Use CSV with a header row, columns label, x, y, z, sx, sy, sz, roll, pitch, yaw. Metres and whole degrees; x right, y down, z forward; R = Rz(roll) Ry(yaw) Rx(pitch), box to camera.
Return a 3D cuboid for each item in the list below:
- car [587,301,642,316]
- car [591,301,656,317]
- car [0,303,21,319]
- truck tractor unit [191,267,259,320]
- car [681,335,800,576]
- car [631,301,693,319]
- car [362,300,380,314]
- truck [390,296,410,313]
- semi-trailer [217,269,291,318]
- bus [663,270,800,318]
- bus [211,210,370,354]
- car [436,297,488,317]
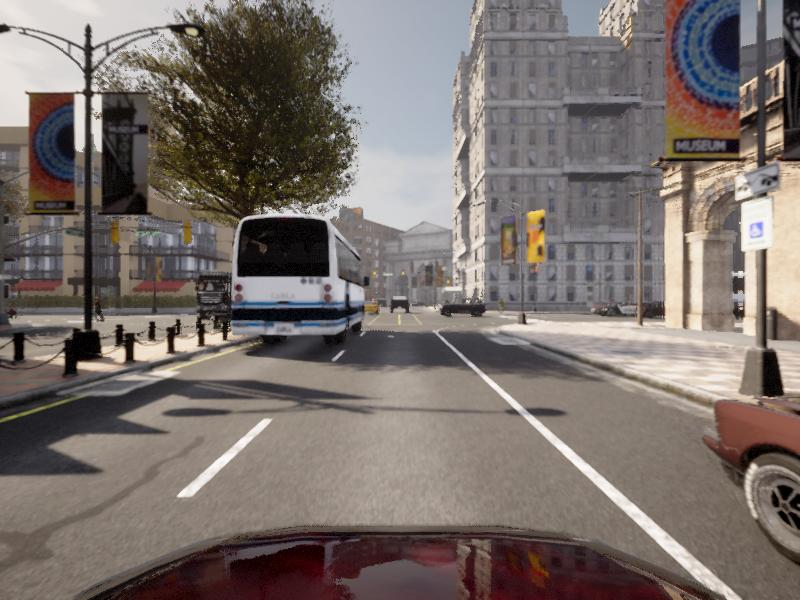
label,x,y,z,sx,sy,sz,roll,pitch,yaw
car,22.184,0.869,41.466,4.674,1.442,1.812,0,0,0
car,21.132,0.826,37.965,4.974,1.542,2.038,0,0,0
car,-35.621,0.944,34.106,4.718,1.301,1.895,0,0,0
truck tractor unit,-15.022,-0.520,34.962,3.053,4.208,6.516,0,0,0
car,3.253,0.939,0.915,1.895,1.301,4.718,0,0,0
car,22.526,0.854,34.484,4.193,1.474,1.816,0,0,0
car,-3.531,0.801,48.804,1.801,1.575,5.366,0,0,0
truck,-0.033,0.542,51.348,2.390,2.098,6.274,0,0,0
semi-trailer,-15.023,-0.617,42.876,2.717,4.402,14.254,0,0,0
bus,31.340,-0.534,37.887,10.273,4.253,3.944,0,0,0
bus,-3.630,-0.534,16.980,3.944,4.253,10.273,0,0,0
car,5.840,0.655,37.868,4.605,1.855,1.932,1,0,0
